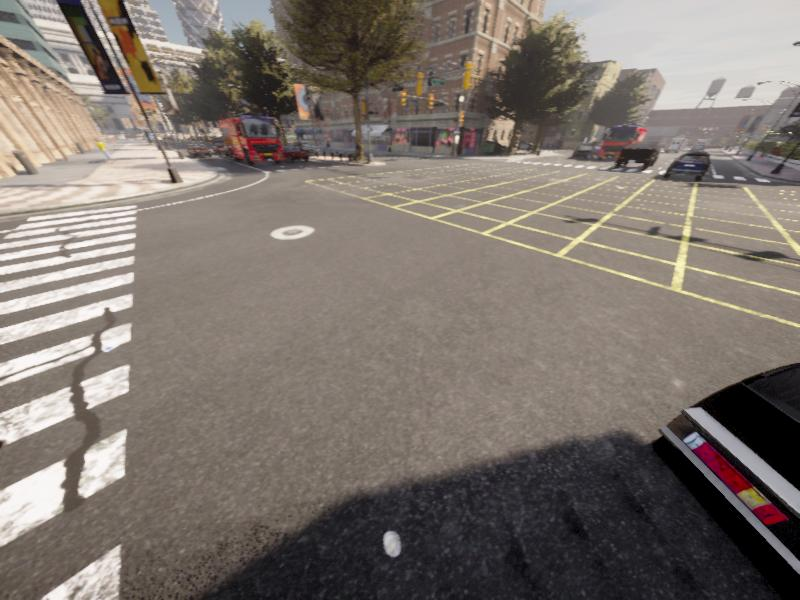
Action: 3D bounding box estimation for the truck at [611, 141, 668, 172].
[{"bbox_3d":[22.327,-13.453,21.491,6.274,2.098,2.390,-28,44,-34],"label":"truck"}]

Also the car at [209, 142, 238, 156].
[{"bbox_3d":[-24.066,-20.616,31.439,1.994,1.385,4.181,-29,45,-35],"label":"car"}]

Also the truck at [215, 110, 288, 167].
[{"bbox_3d":[-14.393,-15.458,22.201,2.891,3.827,8.468,-28,44,-34],"label":"truck"}]

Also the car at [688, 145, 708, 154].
[{"bbox_3d":[60.773,-30.722,47.129,4.181,1.385,1.994,-28,44,-34],"label":"car"}]

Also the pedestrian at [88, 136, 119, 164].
[{"bbox_3d":[-24.320,-12.334,19.016,0.751,1.860,0.751,-27,44,-33],"label":"pedestrian"}]

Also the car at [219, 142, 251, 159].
[{"bbox_3d":[-19.588,-17.812,27.464,1.970,1.475,3.806,-28,44,-34],"label":"car"}]

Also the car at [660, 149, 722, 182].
[{"bbox_3d":[21.104,-9.856,16.802,4.856,1.649,2.033,-28,44,-34],"label":"car"}]

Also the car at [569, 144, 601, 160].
[{"bbox_3d":[25.518,-20.477,31.853,5.238,1.638,1.930,-29,45,-35],"label":"car"}]

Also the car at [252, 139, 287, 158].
[{"bbox_3d":[-16.096,-18.708,28.513,2.097,1.767,4.553,-28,44,-34],"label":"car"}]

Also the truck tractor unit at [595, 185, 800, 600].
[{"bbox_3d":[5.370,0.188,0.106,6.516,4.208,3.053,-2,35,-3],"label":"truck tractor unit"}]

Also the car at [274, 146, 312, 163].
[{"bbox_3d":[-11.420,-15.518,24.524,1.895,1.301,4.718,-28,44,-34],"label":"car"}]

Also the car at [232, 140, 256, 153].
[{"bbox_3d":[-24.155,-23.773,35.686,1.851,1.617,3.988,-28,44,-34],"label":"car"}]

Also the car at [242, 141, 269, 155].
[{"bbox_3d":[-20.104,-21.136,32.147,1.970,1.475,3.806,-27,44,-34],"label":"car"}]

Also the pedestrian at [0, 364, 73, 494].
[{"bbox_3d":[-3.474,0.615,1.360,0.751,1.860,0.751,-9,36,-13],"label":"pedestrian"}]

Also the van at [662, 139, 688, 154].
[{"bbox_3d":[57.443,-32.145,48.176,6.366,2.431,2.351,-28,44,-34],"label":"van"}]

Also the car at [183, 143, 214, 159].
[{"bbox_3d":[-24.003,-17.782,27.494,1.895,1.301,4.718,-28,44,-34],"label":"car"}]

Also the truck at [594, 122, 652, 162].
[{"bbox_3d":[28.894,-20.387,29.897,8.468,3.827,2.891,-28,44,-34],"label":"truck"}]
